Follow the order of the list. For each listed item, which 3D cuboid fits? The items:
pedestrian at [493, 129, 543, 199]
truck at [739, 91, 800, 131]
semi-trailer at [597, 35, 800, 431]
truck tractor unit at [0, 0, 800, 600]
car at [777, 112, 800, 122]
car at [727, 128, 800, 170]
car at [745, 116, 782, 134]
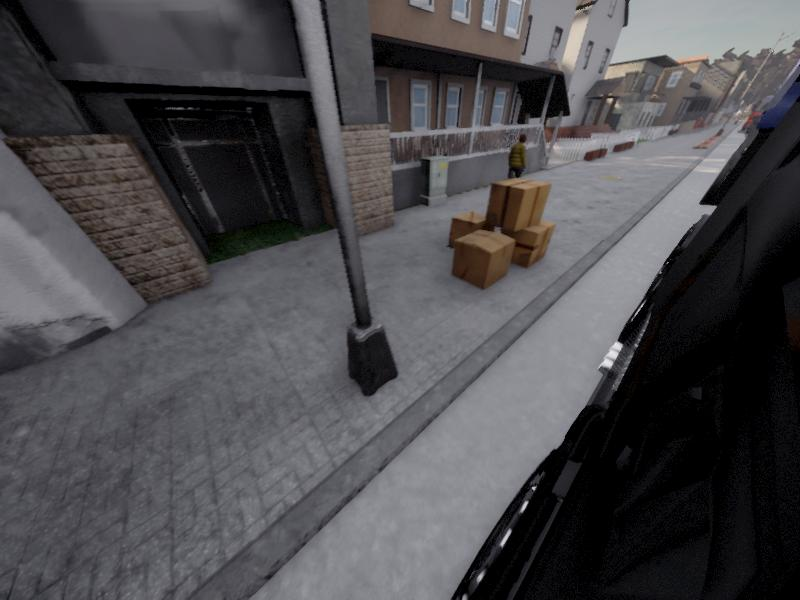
[{"bbox_3d":[3.835,-4.469,7.641,0.751,1.860,0.751,-23,41,-25],"label":"pedestrian"},{"bbox_3d":[49.732,-25.317,31.144,8.468,3.827,2.891,-28,43,-30],"label":"truck"},{"bbox_3d":[8.726,-3.584,4.202,14.254,4.402,2.717,-28,43,-29],"label":"semi-trailer"},{"bbox_3d":[2.645,-0.295,0.351,6.516,4.208,3.053,-28,44,-30],"label":"truck tractor unit"},{"bbox_3d":[84.600,-39.892,50.309,4.974,1.542,2.038,-28,44,-30],"label":"car"},{"bbox_3d":[18.430,-7.566,11.457,4.181,1.385,1.994,-28,43,-30],"label":"car"},{"bbox_3d":[43.456,-21.017,27.691,3.705,1.549,1.789,-28,44,-30],"label":"car"}]
